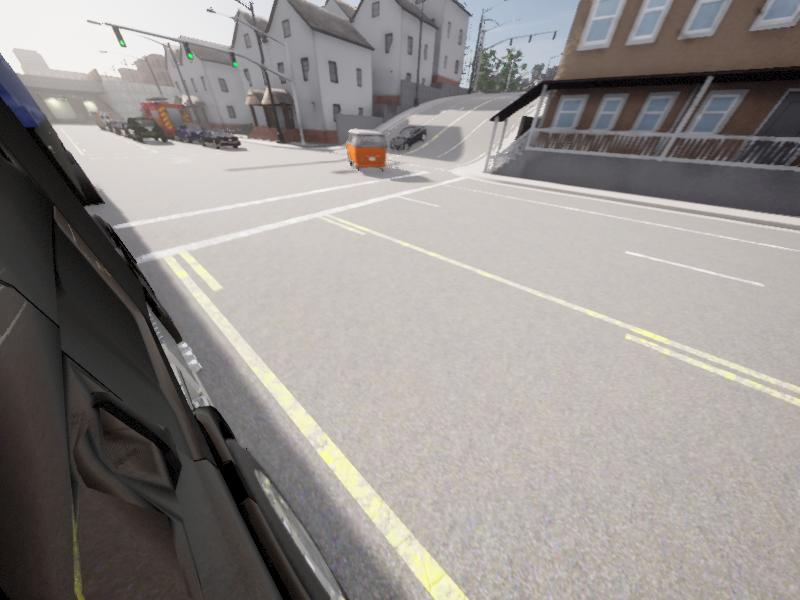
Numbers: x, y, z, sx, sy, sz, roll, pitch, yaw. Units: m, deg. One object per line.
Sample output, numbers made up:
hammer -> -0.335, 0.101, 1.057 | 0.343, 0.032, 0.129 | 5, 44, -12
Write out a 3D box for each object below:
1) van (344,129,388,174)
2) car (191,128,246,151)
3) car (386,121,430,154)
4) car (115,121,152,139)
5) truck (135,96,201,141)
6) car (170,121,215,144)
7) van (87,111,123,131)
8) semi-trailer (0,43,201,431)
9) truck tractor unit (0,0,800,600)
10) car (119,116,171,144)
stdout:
van -> -2.158, -9.264, 14.264 | 1.775, 1.987, 4.442 | -9, 38, -15
car -> -16.945, -15.021, 21.543 | 5.357, 1.411, 2.033 | 26, 43, 28
car -> 0.951, -17.476, 24.722 | 1.882, 1.535, 5.008 | 27, 59, 29
car -> -31.875, -20.284, 27.578 | 4.892, 1.490, 1.837 | 28, 44, 30
truck -> -28.582, -22.223, 28.428 | 8.468, 3.827, 2.891 | 28, 44, 30
car -> -22.554, -18.165, 25.065 | 4.553, 1.767, 2.097 | 28, 44, 30
van -> -50.182, -30.458, 39.283 | 6.366, 2.431, 2.351 | 28, 44, 30
semi-trailer -> -8.692, -3.601, 4.245 | 14.254, 4.402, 2.717 | 28, 44, 30
truck tractor unit -> -2.645, -0.295, 0.351 | 6.516, 4.208, 3.053 | 28, 44, 30
car -> -26.237, -17.496, 23.734 | 5.566, 2.045, 2.150 | 28, 44, 30
